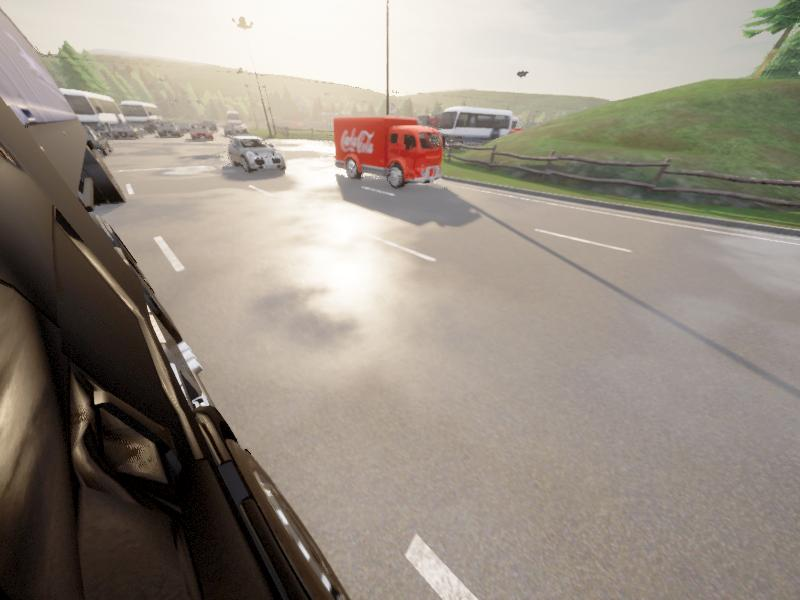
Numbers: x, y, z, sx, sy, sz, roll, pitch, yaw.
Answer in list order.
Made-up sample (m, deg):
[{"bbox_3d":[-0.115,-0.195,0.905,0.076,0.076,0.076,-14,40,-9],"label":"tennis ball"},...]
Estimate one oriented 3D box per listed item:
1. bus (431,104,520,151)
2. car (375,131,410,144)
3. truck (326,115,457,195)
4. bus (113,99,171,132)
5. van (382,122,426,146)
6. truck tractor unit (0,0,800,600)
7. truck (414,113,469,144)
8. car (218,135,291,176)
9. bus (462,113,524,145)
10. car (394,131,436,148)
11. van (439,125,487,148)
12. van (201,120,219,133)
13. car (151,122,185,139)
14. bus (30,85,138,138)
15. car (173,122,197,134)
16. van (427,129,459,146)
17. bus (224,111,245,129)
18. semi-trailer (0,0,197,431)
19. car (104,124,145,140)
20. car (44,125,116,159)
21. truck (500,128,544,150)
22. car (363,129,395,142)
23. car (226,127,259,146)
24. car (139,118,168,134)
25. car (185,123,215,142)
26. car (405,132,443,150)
[{"bbox_3d":[9.571,-21.891,29.637,10.273,4.253,3.944,-17,41,-24],"label":"bus"},{"bbox_3d":[-1.158,-24.809,35.256,4.892,1.490,1.837,-17,41,-24],"label":"car"},{"bbox_3d":[-0.558,-6.786,10.548,5.204,2.467,2.627,30,45,32],"label":"truck"},{"bbox_3d":[-48.519,-34.986,44.049,3.944,4.253,10.273,-17,41,-23],"label":"bus"},{"bbox_3d":[0.568,-23.348,32.535,5.915,2.561,1.988,-17,41,-23],"label":"van"},{"bbox_3d":[-2.645,-0.295,0.351,6.516,4.208,3.053,28,44,30],"label":"truck tractor unit"},{"bbox_3d":[6.787,-28.163,38.178,8.468,3.827,2.891,-17,41,-24],"label":"truck"},{"bbox_3d":[-7.911,-7.961,12.550,1.970,1.475,3.806,-29,47,-35],"label":"car"},{"bbox_3d":[17.094,-31.400,42.649,10.273,4.253,3.944,-17,41,-24],"label":"bus"},{"bbox_3d":[1.892,-20.988,30.230,5.027,1.651,2.152,-17,41,-24],"label":"car"},{"bbox_3d":[9.106,-23.515,33.287,6.366,2.431,2.351,-17,41,-24],"label":"van"},{"bbox_3d":[-36.367,-33.305,44.323,1.775,1.987,4.442,-17,41,-23],"label":"van"},{"bbox_3d":[-30.483,-22.487,30.525,2.242,1.667,4.611,-19,42,-26],"label":"car"},{"bbox_3d":[-37.655,-22.842,28.485,3.944,4.253,10.273,-18,41,-25],"label":"bus"},{"bbox_3d":[-38.124,-30.654,41.134,2.163,1.488,4.792,-17,41,-23],"label":"car"},{"bbox_3d":[6.637,-24.987,35.481,4.442,1.987,1.775,-17,41,-24],"label":"van"},{"bbox_3d":[-52.691,-57.643,73.926,3.944,4.253,10.273,-17,41,-23],"label":"bus"},{"bbox_3d":[-8.460,-3.743,4.467,14.254,4.402,2.717,31,46,33],"label":"semi-trailer"},{"bbox_3d":[-31.283,-19.246,26.429,1.994,1.385,4.181,-20,42,-27],"label":"car"},{"bbox_3d":[-20.221,-10.195,14.816,1.789,1.549,3.705,-26,46,-32],"label":"car"},{"bbox_3d":[17.932,-23.837,34.131,5.204,2.467,2.627,-17,41,-24],"label":"truck"},{"bbox_3d":[-3.330,-26.616,37.396,4.611,1.667,2.242,-17,41,-24],"label":"car"},{"bbox_3d":[-17.309,-18.004,25.365,2.007,1.525,4.514,-23,44,-29],"label":"car"},{"bbox_3d":[-39.614,-28.080,37.299,1.905,1.878,3.866,-17,41,-23],"label":"car"},{"bbox_3d":[-24.367,-20.524,28.230,2.242,1.667,4.611,-21,43,-28],"label":"car"},{"bbox_3d":[2.859,-18.879,27.492,3.988,1.617,1.851,-17,41,-24],"label":"car"}]
